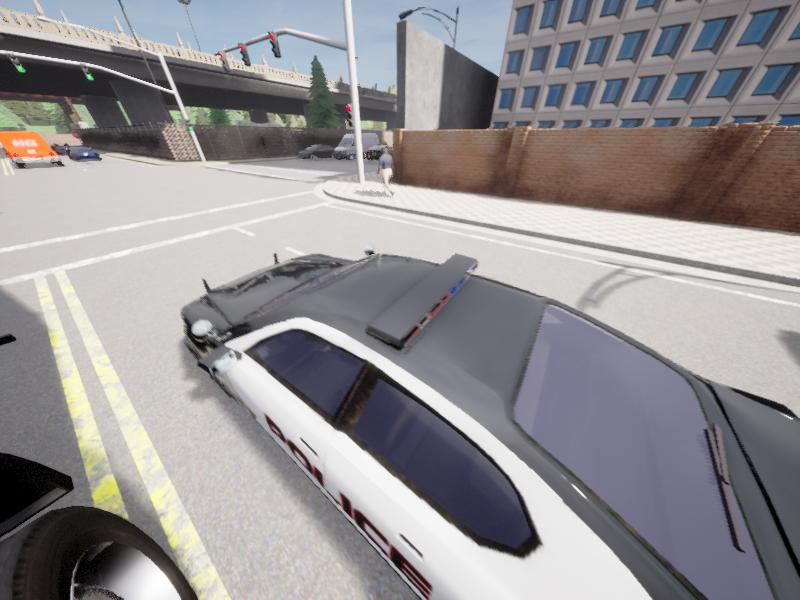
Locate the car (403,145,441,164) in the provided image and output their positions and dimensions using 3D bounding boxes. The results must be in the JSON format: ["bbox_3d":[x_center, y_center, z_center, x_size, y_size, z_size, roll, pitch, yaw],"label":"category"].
[{"bbox_3d":[2.477,-15.931,25.138,1.837,1.490,4.892,22,41,28],"label":"car"}]

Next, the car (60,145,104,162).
[{"bbox_3d":[-35.219,-16.307,25.569,4.181,1.385,1.994,22,41,28],"label":"car"}]

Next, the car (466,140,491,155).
[{"bbox_3d":[12.456,-24.184,36.592,1.932,1.855,4.605,23,41,28],"label":"car"}]

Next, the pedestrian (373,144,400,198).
[{"bbox_3d":[-0.527,-5.277,9.471,0.751,1.860,0.751,-24,42,-31],"label":"pedestrian"}]

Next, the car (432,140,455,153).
[{"bbox_3d":[7.825,-27.401,41.194,2.097,1.767,4.553,22,41,28],"label":"car"}]

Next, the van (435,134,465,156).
[{"bbox_3d":[7.922,-24.279,36.118,1.988,2.561,5.915,22,41,28],"label":"van"}]

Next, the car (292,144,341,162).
[{"bbox_3d":[-9.341,-16.815,26.298,1.837,1.490,4.892,22,40,28],"label":"car"}]

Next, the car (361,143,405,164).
[{"bbox_3d":[-1.685,-16.105,25.223,1.930,1.638,5.238,22,41,28],"label":"car"}]

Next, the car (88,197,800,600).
[{"bbox_3d":[-0.136,0.408,1.995,4.974,1.542,2.038,22,41,28],"label":"car"}]

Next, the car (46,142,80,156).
[{"bbox_3d":[-47.289,-21.262,32.441,3.806,1.475,1.970,22,41,28],"label":"car"}]

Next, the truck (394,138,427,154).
[{"bbox_3d":[1.810,-26.133,39.081,2.390,2.098,6.274,22,41,28],"label":"truck"}]

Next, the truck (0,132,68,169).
[{"bbox_3d":[-32.498,-13.183,20.206,5.204,2.467,2.627,22,41,28],"label":"truck"}]

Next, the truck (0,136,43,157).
[{"bbox_3d":[-49.492,-19.970,30.013,6.274,2.098,2.390,22,41,28],"label":"truck"}]

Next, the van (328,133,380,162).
[{"bbox_3d":[-4.925,-17.338,26.166,1.988,2.561,5.915,22,41,28],"label":"van"}]
